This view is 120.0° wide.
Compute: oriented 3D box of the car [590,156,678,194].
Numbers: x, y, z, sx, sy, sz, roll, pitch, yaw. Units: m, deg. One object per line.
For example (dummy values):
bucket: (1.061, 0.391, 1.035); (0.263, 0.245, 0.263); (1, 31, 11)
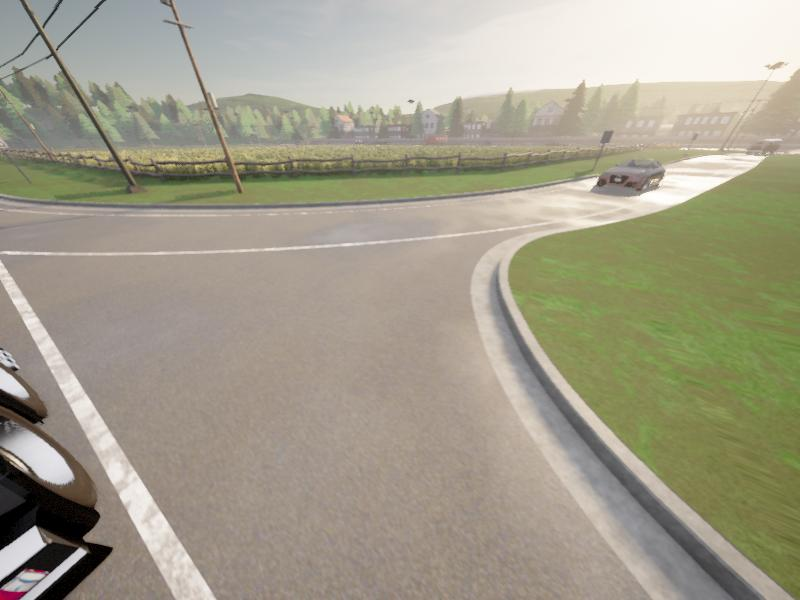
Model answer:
car: (12.803, -6.942, 12.656); (4.181, 1.385, 1.994); (-21, 40, -27)

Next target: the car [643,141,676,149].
car: (63.532, -37.980, 56.630); (5.008, 1.535, 1.882); (19, 39, 25)

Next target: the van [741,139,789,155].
van: (55.717, -23.414, 35.343); (4.480, 2.038, 2.069); (-11, 36, -16)

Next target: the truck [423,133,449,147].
truck: (12.908, -57.950, 83.751); (8.468, 3.827, 2.891); (19, 39, 25)

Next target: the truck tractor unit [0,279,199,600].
truck tractor unit: (-5.134, -0.278, 0.742); (6.516, 4.208, 3.053); (17, 39, 23)

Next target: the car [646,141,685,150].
car: (59.121, -34.463, 51.581); (5.366, 1.575, 1.801); (19, 39, 25)
